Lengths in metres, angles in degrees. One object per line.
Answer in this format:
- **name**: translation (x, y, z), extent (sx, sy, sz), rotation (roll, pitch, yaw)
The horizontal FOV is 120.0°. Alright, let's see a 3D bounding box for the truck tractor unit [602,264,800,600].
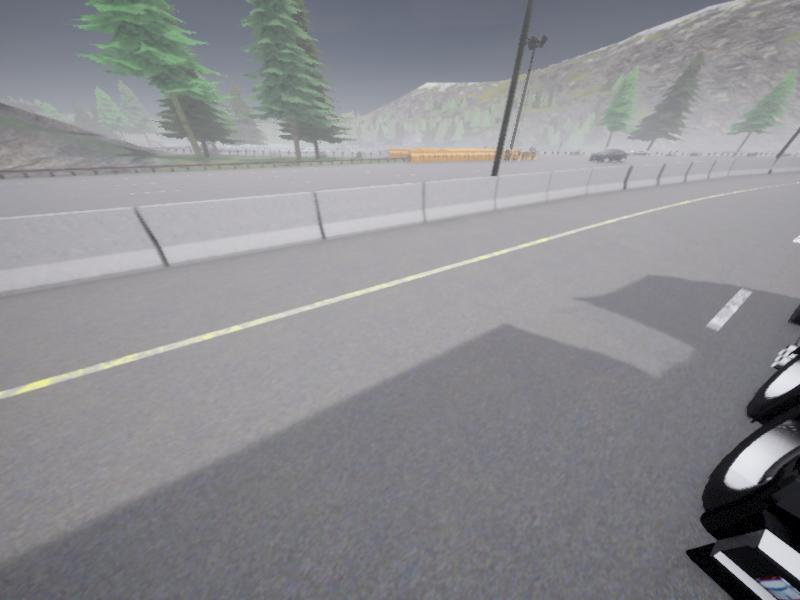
- **truck tractor unit**: translation (5.116, -0.294, 0.787), extent (6.516, 4.208, 3.053), rotation (-18, 39, -24)

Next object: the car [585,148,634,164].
- **car**: translation (26.104, -17.991, 28.819), extent (5.008, 1.535, 1.882), rotation (-12, 36, -17)
